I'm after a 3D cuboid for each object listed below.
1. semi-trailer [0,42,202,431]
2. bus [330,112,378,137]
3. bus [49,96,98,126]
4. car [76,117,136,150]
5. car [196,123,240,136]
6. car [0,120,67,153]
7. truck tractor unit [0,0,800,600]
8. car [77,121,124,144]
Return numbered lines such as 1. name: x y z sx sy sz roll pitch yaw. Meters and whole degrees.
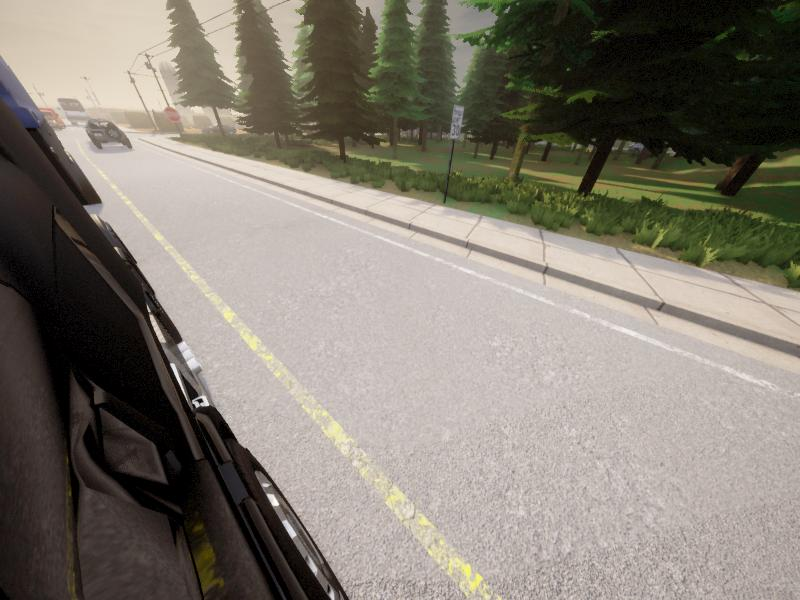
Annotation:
1. semi-trailer: -8.703 -3.605 4.220 14.254 4.402 2.717 28 44 30
2. bus: -10.071 -39.365 52.084 3.944 4.253 10.273 27 43 29
3. bus: -67.540 -38.983 47.873 10.273 4.253 3.944 29 44 31
4. car: -22.796 -12.927 17.888 4.605 1.855 1.932 29 44 31
5. car: -29.454 -27.690 37.550 2.128 1.511 4.902 27 43 29
6. car: -24.989 -11.189 15.734 4.902 1.511 2.128 29 44 31
7. truck tractor unit: -2.645 -0.295 0.351 6.516 4.208 3.053 28 44 30
8. car: -27.666 -15.550 21.377 4.514 1.525 2.007 31 45 33
